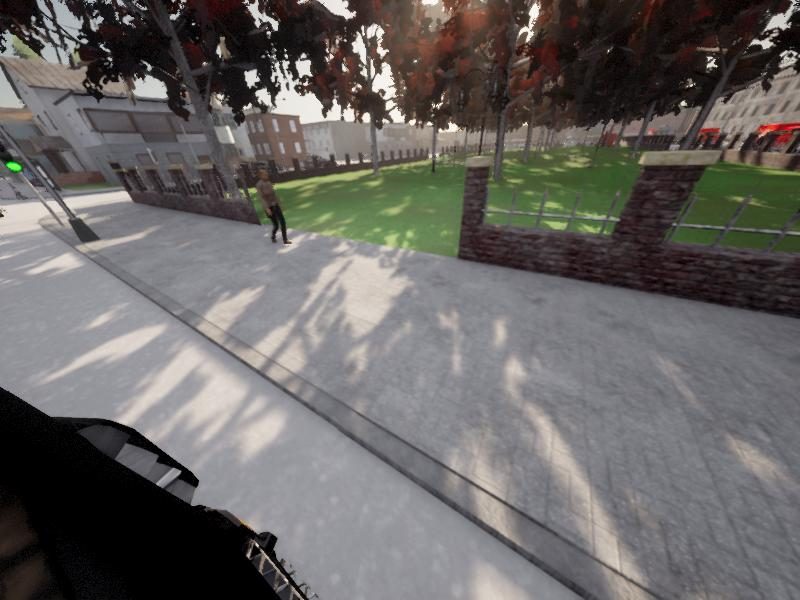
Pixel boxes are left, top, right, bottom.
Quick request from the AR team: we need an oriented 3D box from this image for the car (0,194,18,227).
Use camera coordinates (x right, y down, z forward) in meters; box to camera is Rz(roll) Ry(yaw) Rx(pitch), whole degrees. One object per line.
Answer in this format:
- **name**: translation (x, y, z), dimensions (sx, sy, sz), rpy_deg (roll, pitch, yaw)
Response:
- **car**: translation (-20.501, -4.207, 10.623), dimensions (4.902, 1.511, 2.128), rpy_deg (24, 42, 34)

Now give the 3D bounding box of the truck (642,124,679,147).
- **truck**: translation (58.989, -37.487, 52.694), dimensions (2.891, 3.827, 8.468), rpy_deg (16, 38, 27)

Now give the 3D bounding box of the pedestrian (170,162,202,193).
- **pedestrian**: translation (-15.231, -8.735, 16.481), dimensions (0.751, 1.860, 0.751), rpy_deg (17, 39, 28)

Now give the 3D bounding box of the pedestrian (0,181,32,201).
- **pedestrian**: translation (-29.994, -8.526, 18.058), dimensions (0.751, 1.300, 0.751), rpy_deg (17, 39, 28)

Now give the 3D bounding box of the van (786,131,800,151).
- **van**: translation (41.554, -15.782, 22.625), dimensions (1.775, 1.987, 4.442), rpy_deg (16, 38, 27)

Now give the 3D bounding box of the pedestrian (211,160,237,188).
- **pedestrian**: translation (-13.843, -9.937, 18.182), dimensions (0.751, 1.860, 0.751), rpy_deg (19, 39, 29)

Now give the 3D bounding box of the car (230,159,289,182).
- **car**: translation (-14.972, -14.112, 25.020), dimensions (2.033, 1.649, 4.856), rpy_deg (15, 38, 25)

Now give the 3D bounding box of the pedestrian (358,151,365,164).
- **pedestrian**: translation (-6.744, -25.104, 40.685), dimensions (0.751, 1.860, 0.751), rpy_deg (22, 41, 32)

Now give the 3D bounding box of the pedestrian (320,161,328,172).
- **pedestrian**: translation (-8.901, -15.656, 27.099), dimensions (0.500, 1.100, 0.500), rpy_deg (-22, 38, -26)

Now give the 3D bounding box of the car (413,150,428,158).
- **car**: translation (5.329, -37.874, 59.744), dimensions (1.837, 1.490, 4.892), rpy_deg (16, 38, 27)

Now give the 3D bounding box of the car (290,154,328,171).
- **car**: translation (-13.204, -20.134, 33.735), dimensions (1.932, 1.855, 4.605), rpy_deg (18, 39, 29)

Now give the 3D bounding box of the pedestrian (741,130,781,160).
- **pedestrian**: translation (27.515, -11.815, 17.657), dimensions (0.751, 1.860, 0.751), rpy_deg (17, 38, 27)

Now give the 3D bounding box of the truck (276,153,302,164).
- **truck**: translation (-27.926, -35.552, 58.001), dimensions (6.274, 2.098, 2.390), rpy_deg (17, 38, 27)

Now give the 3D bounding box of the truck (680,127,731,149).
- **truck**: translation (45.946, -24.515, 35.017), dimensions (2.627, 2.467, 5.204), rpy_deg (16, 38, 27)

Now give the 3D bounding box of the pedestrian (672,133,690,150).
- **pedestrian**: translation (38.529, -21.694, 31.674), dimensions (0.751, 1.860, 0.751), rpy_deg (16, 38, 26)

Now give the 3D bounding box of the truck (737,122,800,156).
- **truck**: translation (36.527, -15.449, 22.091), dimensions (2.627, 2.467, 5.204), rpy_deg (17, 38, 27)

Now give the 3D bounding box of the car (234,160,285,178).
- **car**: translation (-17.285, -16.388, 28.745), dimensions (2.128, 1.511, 4.902), rpy_deg (16, 38, 27)

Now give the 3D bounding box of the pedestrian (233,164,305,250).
- **pedestrian**: translation (-3.213, -2.330, 5.837), dimensions (0.751, 1.860, 0.751), rpy_deg (13, 37, 22)

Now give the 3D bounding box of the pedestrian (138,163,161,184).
- **pedestrian**: translation (-25.882, -13.093, 23.906), dimensions (0.751, 1.860, 0.751), rpy_deg (17, 39, 28)

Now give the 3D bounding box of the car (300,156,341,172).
- **car**: translation (-10.576, -18.264, 31.033), dimensions (2.128, 1.511, 4.902), rpy_deg (15, 37, 25)

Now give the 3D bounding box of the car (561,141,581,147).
- **car**: translation (57.218, -52.279, 77.423), dimensions (5.027, 1.651, 2.152), rpy_deg (16, 38, 27)
